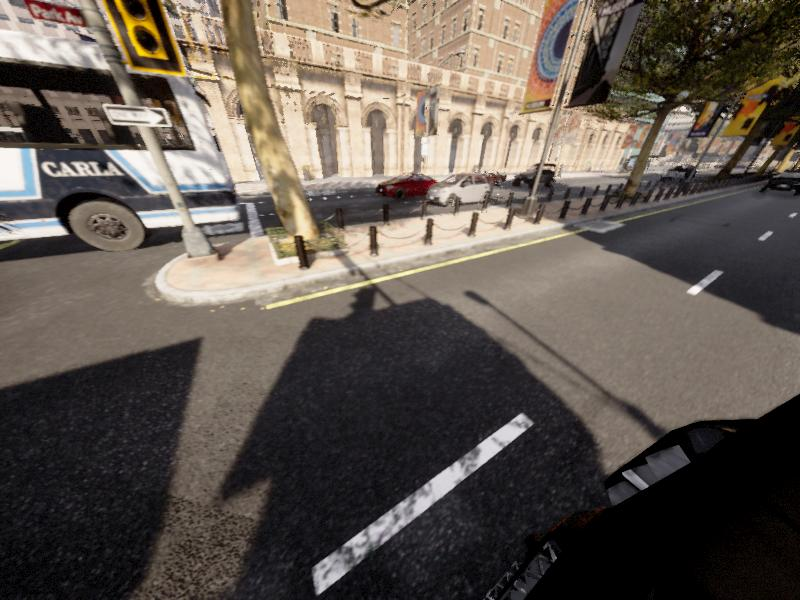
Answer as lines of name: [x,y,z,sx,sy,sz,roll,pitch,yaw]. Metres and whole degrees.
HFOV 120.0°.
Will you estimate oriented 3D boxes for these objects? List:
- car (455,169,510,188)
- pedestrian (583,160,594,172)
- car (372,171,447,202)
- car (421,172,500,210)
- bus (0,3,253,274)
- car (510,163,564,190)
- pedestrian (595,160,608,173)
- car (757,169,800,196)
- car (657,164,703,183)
car: [7.630,-11.332,21.366,4.718,1.301,1.895,-17,36,-26]
pedestrian: [35.357,-25.192,43.370,0.751,1.860,0.751,-12,34,-20]
car: [0.601,-7.277,14.640,4.181,1.385,1.994,-17,36,-26]
car: [3.217,-5.992,12.480,3.633,1.501,1.845,-17,36,-26]
bus: [-9.856,-3.165,5.083,10.273,4.253,3.944,-17,36,-26]
car: [11.936,-10.876,20.173,3.866,1.878,1.905,-16,36,-26]
pedestrian: [33.994,-22.437,38.915,0.751,1.860,0.751,-7,33,-13]
car: [32.298,-9.797,19.114,5.238,1.638,1.930,-17,36,-26]
car: [33.037,-15.020,27.296,4.605,1.855,1.932,-17,36,-26]
